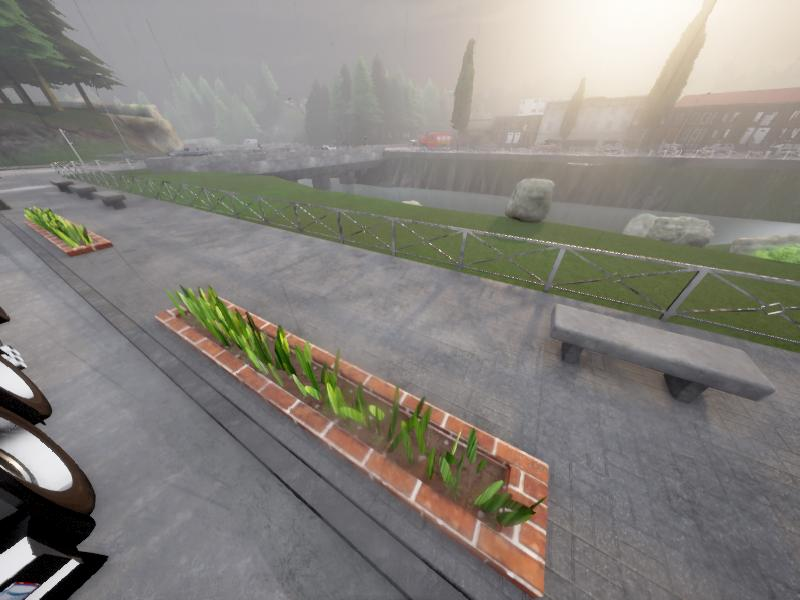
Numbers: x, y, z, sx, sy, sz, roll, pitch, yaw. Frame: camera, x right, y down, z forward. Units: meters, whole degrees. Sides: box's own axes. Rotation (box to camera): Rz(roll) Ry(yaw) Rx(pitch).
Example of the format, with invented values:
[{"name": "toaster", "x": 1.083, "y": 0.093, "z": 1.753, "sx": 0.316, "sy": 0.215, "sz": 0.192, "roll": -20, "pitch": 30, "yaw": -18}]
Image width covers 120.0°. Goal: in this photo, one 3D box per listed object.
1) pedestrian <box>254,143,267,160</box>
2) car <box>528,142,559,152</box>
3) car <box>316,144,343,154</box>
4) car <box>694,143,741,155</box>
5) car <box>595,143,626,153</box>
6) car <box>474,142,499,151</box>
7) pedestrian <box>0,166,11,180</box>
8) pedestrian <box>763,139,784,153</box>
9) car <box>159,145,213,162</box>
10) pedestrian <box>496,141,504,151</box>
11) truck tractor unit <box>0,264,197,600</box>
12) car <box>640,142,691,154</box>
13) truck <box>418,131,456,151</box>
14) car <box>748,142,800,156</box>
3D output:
[{"name": "pedestrian", "x": -18.319, "y": -19.561, "z": 30.350, "sx": 0.751, "sy": 1.860, "sz": 0.751, "roll": 18, "pitch": 39, "yaw": 24}, {"name": "car", "x": 29.365, "y": -31.320, "z": 47.307, "sx": 5.027, "sy": 1.651, "sz": 2.152, "roll": 18, "pitch": 39, "yaw": 24}, {"name": "car", "x": -13.792, "y": -29.957, "z": 45.749, "sx": 2.038, "sy": 1.542, "sz": 4.974, "roll": 18, "pitch": 39, "yaw": 24}, {"name": "car", "x": 50.845, "y": -24.258, "z": 37.143, "sx": 3.806, "sy": 1.475, "sz": 1.970, "roll": 18, "pitch": 39, "yaw": 25}, {"name": "car", "x": 38.864, "y": -28.161, "z": 42.833, "sx": 3.806, "sy": 1.475, "sz": 1.970, "roll": 18, "pitch": 39, "yaw": 24}, {"name": "car", "x": 19.434, "y": -34.560, "z": 52.024, "sx": 4.856, "sy": 1.649, "sz": 2.033, "roll": 18, "pitch": 39, "yaw": 24}, {"name": "pedestrian", "x": -27.242, "y": -8.945, "z": 15.165, "sx": 0.751, "sy": 1.860, "sz": 0.751, "roll": 9, "pitch": 36, "yaw": 13}, {"name": "pedestrian", "x": 61.956, "y": -25.526, "z": 38.345, "sx": 0.751, "sy": 1.860, "sz": 0.751, "roll": 17, "pitch": 38, "yaw": 23}, {"name": "car", "x": -28.687, "y": -19.775, "z": 31.123, "sx": 2.242, "sy": 1.667, "sz": 4.611, "roll": 18, "pitch": 39, "yaw": 24}, {"name": "pedestrian", "x": 21.288, "y": -32.697, "z": 49.093, "sx": 0.751, "sy": 1.860, "sz": 0.751, "roll": -21, "pitch": 40, "yaw": -27}, {"name": "truck tractor unit", "x": -5.112, "y": -0.299, "z": 0.780, "sx": 6.516, "sy": 4.208, "sz": 3.053, "roll": 18, "pitch": 39, "yaw": 24}, {"name": "car", "x": 45.418, "y": -26.096, "z": 39.677, "sx": 5.238, "sy": 1.638, "sz": 1.930, "roll": 18, "pitch": 39, "yaw": 24}, {"name": "truck", "x": 8.887, "y": -38.901, "z": 56.411, "sx": 8.468, "sy": 3.827, "sz": 2.891, "roll": 18, "pitch": 39, "yaw": 24}, {"name": "car", "x": 56.805, "y": -22.386, "z": 34.269, "sx": 5.238, "sy": 1.638, "sz": 1.930, "roll": 18, "pitch": 39, "yaw": 24}]
